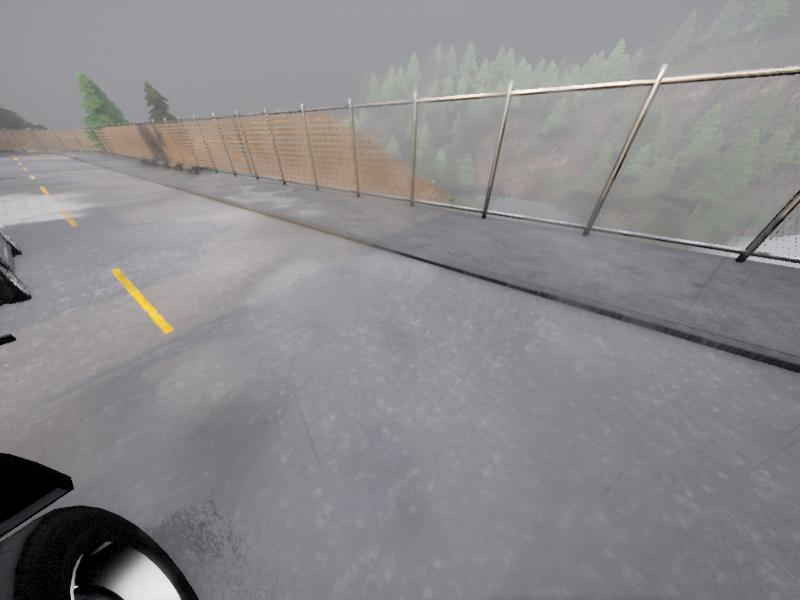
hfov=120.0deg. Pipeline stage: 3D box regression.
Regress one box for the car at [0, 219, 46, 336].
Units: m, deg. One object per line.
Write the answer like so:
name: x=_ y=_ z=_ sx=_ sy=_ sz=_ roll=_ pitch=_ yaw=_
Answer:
car: x=-8.062 y=-0.793 z=3.582 sx=5.238 sy=1.638 sz=1.930 roll=23 pitch=41 yaw=27
